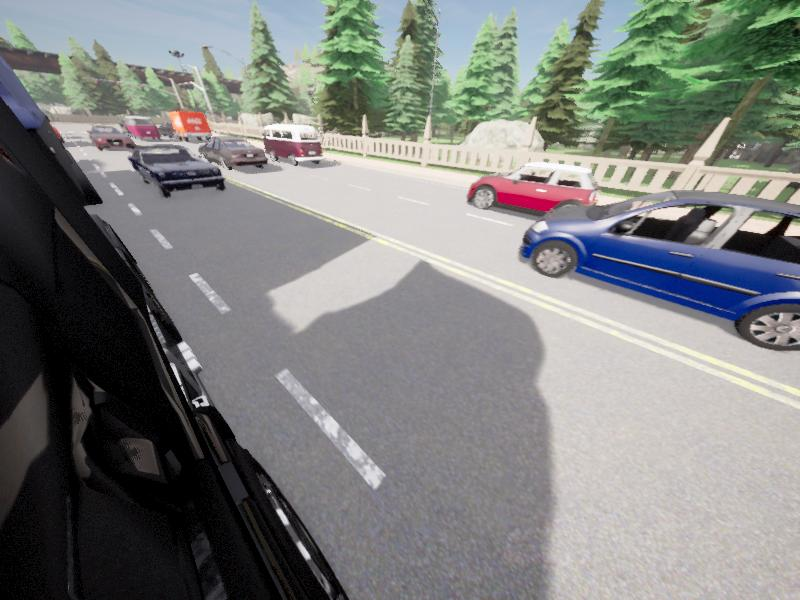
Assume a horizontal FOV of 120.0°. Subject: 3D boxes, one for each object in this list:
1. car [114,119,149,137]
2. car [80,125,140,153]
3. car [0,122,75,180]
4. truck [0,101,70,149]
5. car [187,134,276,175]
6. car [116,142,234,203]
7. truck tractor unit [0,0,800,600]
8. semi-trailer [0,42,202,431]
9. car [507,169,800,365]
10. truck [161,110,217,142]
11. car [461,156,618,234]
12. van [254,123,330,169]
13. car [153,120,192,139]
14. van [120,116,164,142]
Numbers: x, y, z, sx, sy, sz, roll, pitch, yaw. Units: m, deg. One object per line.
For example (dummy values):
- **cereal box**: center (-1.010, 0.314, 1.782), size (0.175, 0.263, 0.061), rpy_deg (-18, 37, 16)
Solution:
- **car**: center (-32.071, -20.481, 27.570), size (3.705, 1.549, 1.789), rpy_deg (28, 44, 30)
- **car**: center (-21.203, -11.828, 16.898), size (4.181, 1.385, 1.994), rpy_deg (28, 44, 30)
- **car**: center (-16.506, -6.677, 10.107), size (5.238, 1.638, 1.930), rpy_deg (28, 44, 30)
- **truck**: center (-27.042, -12.687, 16.715), size (5.204, 2.467, 2.627), rpy_deg (29, 44, 29)
- **car**: center (-9.488, -8.292, 12.939), size (5.357, 1.411, 2.033), rpy_deg (28, 44, 30)
- **car**: center (-8.441, -4.946, 8.624), size (4.718, 1.301, 1.895), rpy_deg (28, 44, 30)
- **truck tractor unit**: center (-2.645, -0.295, 0.351), size (6.516, 4.208, 3.053), rpy_deg (28, 44, 30)
- **semi-trailer**: center (-8.695, -3.614, 4.222), size (14.254, 4.402, 2.717), rpy_deg (28, 44, 30)
- **car**: center (4.358, -0.945, 3.879), size (3.988, 1.617, 1.851), rpy_deg (28, 44, 30)
- **truck**: center (-22.596, -18.540, 24.797), size (5.204, 2.467, 2.627), rpy_deg (26, 43, 31)
- **car**: center (4.325, -3.651, 7.598), size (3.806, 1.475, 1.970), rpy_deg (28, 44, 30)
- **van**: center (-6.871, -9.894, 14.714), size (4.480, 2.038, 2.069), rpy_deg (28, 44, 30)
- **car**: center (-28.330, -21.245, 28.778), size (4.856, 1.649, 2.033), rpy_deg (28, 44, 30)
- **van**: center (-26.877, -17.870, 24.071), size (4.442, 1.987, 1.775), rpy_deg (28, 44, 30)
